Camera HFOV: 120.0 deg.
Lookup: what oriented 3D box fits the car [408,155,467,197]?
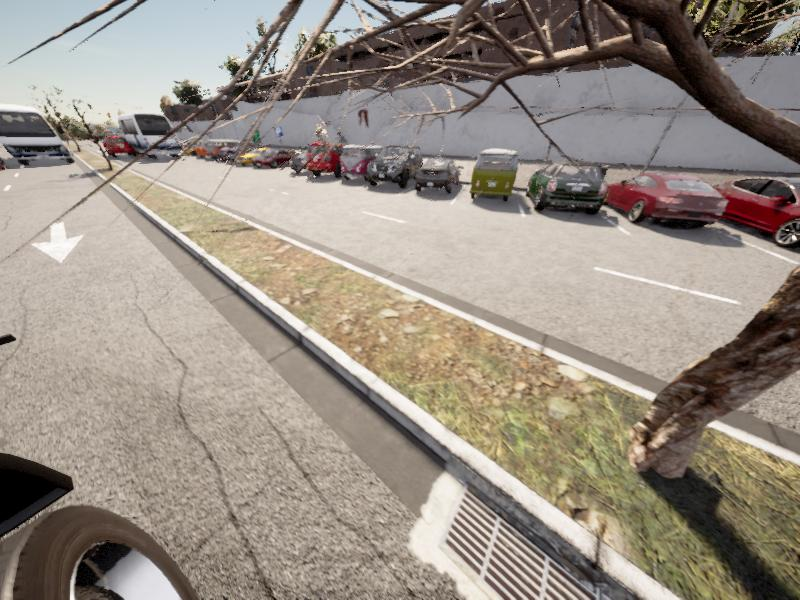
[{"bbox_3d":[2.251,-7.077,12.906,2.231,1.521,4.892,11,35,15],"label":"car"}]

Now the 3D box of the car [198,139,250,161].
[{"bbox_3d":[-20.994,-18.149,27.897,1.878,1.987,4.442,13,36,14],"label":"car"}]

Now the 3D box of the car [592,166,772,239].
[{"bbox_3d":[9.215,-3.794,8.348,2.002,1.452,4.674,11,35,15],"label":"car"}]

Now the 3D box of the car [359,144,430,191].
[{"bbox_3d":[-0.067,-8.356,14.272,2.435,2.045,5.566,12,36,15],"label":"car"}]

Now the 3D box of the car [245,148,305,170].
[{"bbox_3d":[-11.688,-13.569,22.055,2.163,1.488,4.792,12,36,15],"label":"car"}]

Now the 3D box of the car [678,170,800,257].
[{"bbox_3d":[11.551,-2.696,6.782,2.163,1.488,4.792,12,36,15],"label":"car"}]

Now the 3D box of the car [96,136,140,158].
[{"bbox_3d":[-34.662,-18.850,28.362,5.566,2.045,2.150,26,42,30],"label":"car"}]

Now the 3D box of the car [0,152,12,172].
[{"bbox_3d":[-31.260,-10.411,17.118,4.181,1.385,1.994,25,42,30],"label":"car"}]

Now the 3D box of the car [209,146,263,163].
[{"bbox_3d":[-18.654,-16.885,26.630,2.002,1.452,4.674,12,36,15],"label":"car"}]

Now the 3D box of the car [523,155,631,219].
[{"bbox_3d":[6.889,-5.000,9.760,2.185,1.767,4.553,11,35,15],"label":"car"}]

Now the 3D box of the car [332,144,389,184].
[{"bbox_3d":[-2.418,-9.373,15.744,1.878,1.987,4.442,12,36,15],"label":"car"}]

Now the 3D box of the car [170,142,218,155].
[{"bbox_3d":[-30.252,-22.494,34.178,2.163,1.488,4.792,12,36,15],"label":"car"}]

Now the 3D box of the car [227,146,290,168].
[{"bbox_3d":[-14.057,-14.612,23.432,1.946,1.575,5.366,12,36,15],"label":"car"}]

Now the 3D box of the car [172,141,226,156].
[{"bbox_3d":[-27.995,-21.285,32.488,1.946,1.575,5.366,13,36,14],"label":"car"}]

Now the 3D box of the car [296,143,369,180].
[{"bbox_3d":[-4.701,-10.558,17.375,2.435,2.045,5.566,12,35,15],"label":"car"}]

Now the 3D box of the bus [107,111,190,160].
[{"bbox_3d":[-30.746,-20.017,28.234,10.273,4.253,3.944,26,42,30],"label":"bus"}]

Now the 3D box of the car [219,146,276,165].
[{"bbox_3d":[-16.321,-15.803,25.139,2.163,1.488,4.792,12,36,15],"label":"car"}]

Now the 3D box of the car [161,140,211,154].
[{"bbox_3d":[-32.637,-23.526,35.492,1.946,1.575,5.366,12,36,14],"label":"car"}]

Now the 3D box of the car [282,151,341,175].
[{"bbox_3d":[-7.037,-11.390,19.037,2.002,1.452,4.674,12,36,15],"label":"car"}]

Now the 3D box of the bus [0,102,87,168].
[{"bbox_3d":[-34.425,-15.434,21.629,10.273,4.253,3.944,26,42,30],"label":"bus"}]

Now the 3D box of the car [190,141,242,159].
[{"bbox_3d":[-23.303,-19.232,29.533,2.185,1.767,4.553,12,36,15],"label":"car"}]

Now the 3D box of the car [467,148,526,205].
[{"bbox_3d":[4.615,-6.245,11.348,1.878,1.987,4.442,11,35,15],"label":"car"}]
